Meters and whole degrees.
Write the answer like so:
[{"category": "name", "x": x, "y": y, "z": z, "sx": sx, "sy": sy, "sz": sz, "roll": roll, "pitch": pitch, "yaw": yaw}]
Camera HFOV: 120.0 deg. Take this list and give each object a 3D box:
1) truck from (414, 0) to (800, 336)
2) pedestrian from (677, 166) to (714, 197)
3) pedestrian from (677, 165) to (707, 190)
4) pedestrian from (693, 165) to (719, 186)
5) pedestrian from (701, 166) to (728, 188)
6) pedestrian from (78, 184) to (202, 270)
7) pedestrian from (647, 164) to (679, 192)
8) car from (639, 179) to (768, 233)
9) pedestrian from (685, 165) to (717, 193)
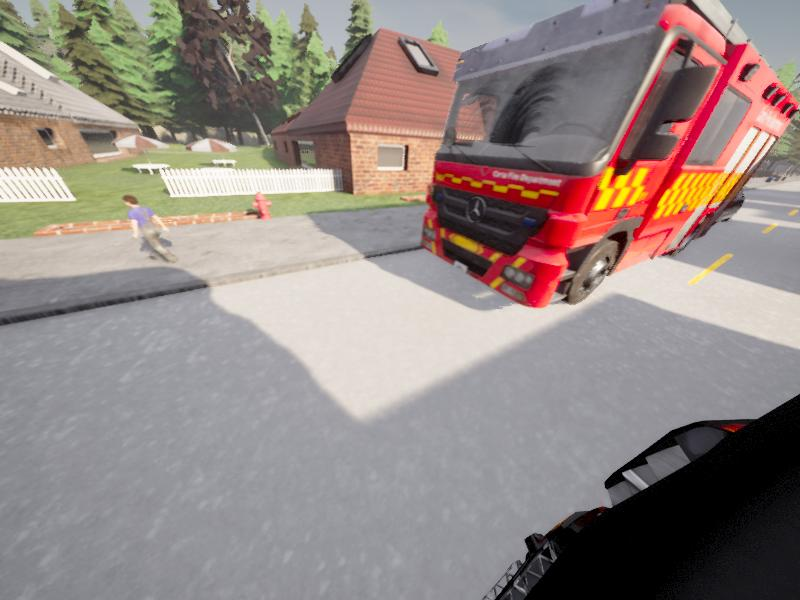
[{"category": "truck", "x": 4.791, "y": -2.830, "z": 5.139, "sx": 8.468, "sy": 3.827, "sz": 2.891, "roll": -16, "pitch": 38, "yaw": -26}, {"category": "pedestrian", "x": 20.761, "y": -8.355, "z": 16.255, "sx": 0.751, "sy": 1.860, "sz": 0.751, "roll": -19, "pitch": 39, "yaw": -29}, {"category": "pedestrian", "x": 25.186, "y": -10.569, "z": 19.936, "sx": 0.751, "sy": 1.860, "sz": 0.751, "roll": -18, "pitch": 39, "yaw": -28}, {"category": "pedestrian", "x": 32.309, "y": -13.163, "z": 24.402, "sx": 0.751, "sy": 1.860, "sz": 0.751, "roll": -16, "pitch": 38, "yaw": -26}, {"category": "pedestrian", "x": 31.149, "y": -12.231, "z": 22.907, "sx": 0.751, "sy": 1.860, "sz": 0.751, "roll": -22, "pitch": 41, "yaw": -32}, {"category": "pedestrian", "x": -4.510, "y": -1.306, "z": 4.163, "sx": 0.751, "sy": 1.300, "sz": 0.751, "roll": 2, "pitch": 34, "yaw": -1}, {"category": "pedestrian", "x": 20.433, "y": -9.507, "z": 17.964, "sx": 0.751, "sy": 1.860, "sz": 0.751, "roll": -19, "pitch": 39, "yaw": -29}, {"category": "car", "x": 13.221, "y": -4.275, "z": 10.067, "sx": 4.902, "sy": 1.511, "sz": 2.128, "roll": -16, "pitch": 38, "yaw": -26}, {"category": "pedestrian", "x": 24.364, "y": -9.820, "z": 18.744, "sx": 0.751, "sy": 1.860, "sz": 0.751, "roll": -20, "pitch": 40, "yaw": -30}]
